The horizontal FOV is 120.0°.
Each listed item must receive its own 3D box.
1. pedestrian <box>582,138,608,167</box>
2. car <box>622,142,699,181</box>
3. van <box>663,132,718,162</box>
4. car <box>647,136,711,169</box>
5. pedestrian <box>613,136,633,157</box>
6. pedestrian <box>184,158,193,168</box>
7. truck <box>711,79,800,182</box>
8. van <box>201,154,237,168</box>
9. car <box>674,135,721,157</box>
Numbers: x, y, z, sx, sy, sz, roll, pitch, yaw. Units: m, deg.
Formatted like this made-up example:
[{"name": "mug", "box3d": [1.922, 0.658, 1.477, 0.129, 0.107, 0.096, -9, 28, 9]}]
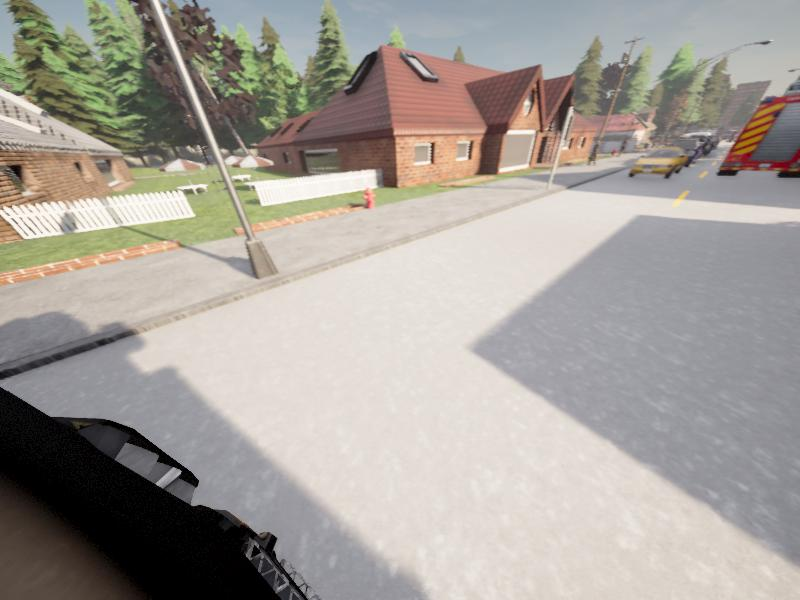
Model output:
[{"name": "pedestrian", "box3d": [15.572, -11.763, 18.461, 0.751, 1.860, 0.751, -13, 35, -14]}, {"name": "car", "box3d": [15.723, -8.401, 13.894, 5.366, 1.575, 1.801, -25, 40, -30]}, {"name": "van", "box3d": [25.939, -13.706, 20.645, 4.480, 2.038, 2.069, -26, 40, -31]}, {"name": "car", "box3d": [21.051, -11.176, 17.450, 4.553, 1.767, 2.097, -26, 40, -31]}, {"name": "pedestrian", "box3d": [24.024, -16.488, 24.894, 0.751, 1.860, 0.751, -27, 40, -31]}, {"name": "pedestrian", "box3d": [-46.923, -30.433, 51.268, 0.751, 1.860, 0.751, -22, 38, -26]}, {"name": "truck", "box3d": [21.040, -9.213, 12.676, 8.468, 3.827, 2.891, -26, 40, -30]}, {"name": "van", "box3d": [-45.199, -34.807, 57.799, 6.366, 2.431, 2.351, -26, 40, -31]}, {"name": "car", "box3d": [31.262, -16.181, 24.278, 4.611, 1.667, 2.242, -26, 40, -31]}]
